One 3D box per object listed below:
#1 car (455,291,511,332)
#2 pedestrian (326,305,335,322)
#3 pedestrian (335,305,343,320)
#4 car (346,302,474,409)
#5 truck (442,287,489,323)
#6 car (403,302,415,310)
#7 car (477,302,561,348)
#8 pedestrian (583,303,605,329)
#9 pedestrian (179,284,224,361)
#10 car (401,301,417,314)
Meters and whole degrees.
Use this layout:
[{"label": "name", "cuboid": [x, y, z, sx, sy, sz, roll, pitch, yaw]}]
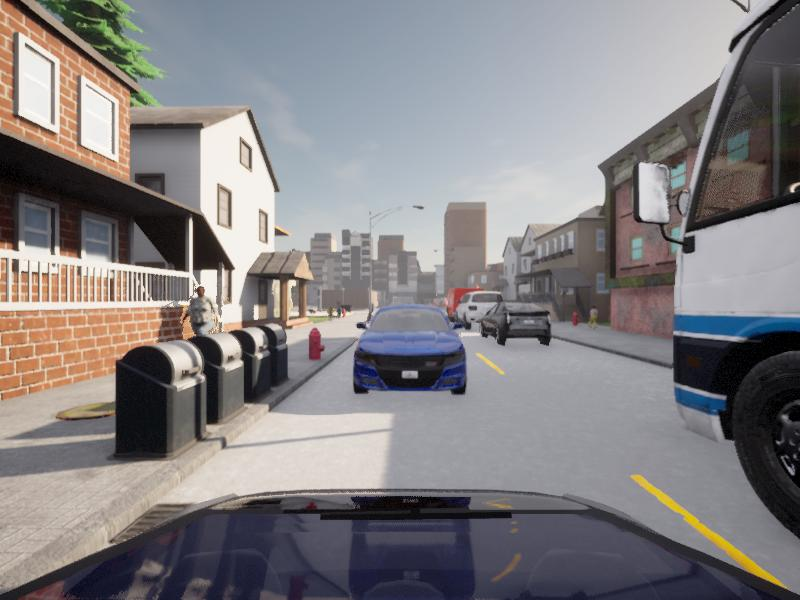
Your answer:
[{"label": "car", "cuboid": [4.537, 0.577, 22.777, 2.150, 2.045, 5.566, 0, 0, 1]}, {"label": "pedestrian", "cuboid": [-4.641, 0.923, 26.879, 0.500, 1.100, 0.500, 0, 0, 2]}, {"label": "pedestrian", "cuboid": [-4.532, 0.924, 29.917, 0.500, 1.100, 0.500, 0, 0, 3]}, {"label": "car", "cuboid": [0.202, 0.826, 8.394, 1.882, 1.535, 5.008, 0, 0, 1]}, {"label": "truck", "cuboid": [4.794, 0.368, 30.240, 2.627, 2.467, 5.204, 0, 0, 0]}, {"label": "car", "cuboid": [1.610, 1.142, 72.398, 1.994, 1.385, 4.181, 0, 0, 1]}, {"label": "car", "cuboid": [4.358, 0.833, 15.499, 2.007, 1.525, 4.514, 0, 0, 1]}, {"label": "pedestrian", "cuboid": [9.891, 0.821, 20.435, 0.751, 1.300, 0.751, 0, 0, 2]}, {"label": "pedestrian", "cuboid": [-4.983, 0.537, 10.080, 0.751, 1.860, 0.751, 0, 0, 2]}, {"label": "car", "cuboid": [1.081, 0.864, 48.396, 1.837, 1.490, 4.892, 0, -1, 1]}]
